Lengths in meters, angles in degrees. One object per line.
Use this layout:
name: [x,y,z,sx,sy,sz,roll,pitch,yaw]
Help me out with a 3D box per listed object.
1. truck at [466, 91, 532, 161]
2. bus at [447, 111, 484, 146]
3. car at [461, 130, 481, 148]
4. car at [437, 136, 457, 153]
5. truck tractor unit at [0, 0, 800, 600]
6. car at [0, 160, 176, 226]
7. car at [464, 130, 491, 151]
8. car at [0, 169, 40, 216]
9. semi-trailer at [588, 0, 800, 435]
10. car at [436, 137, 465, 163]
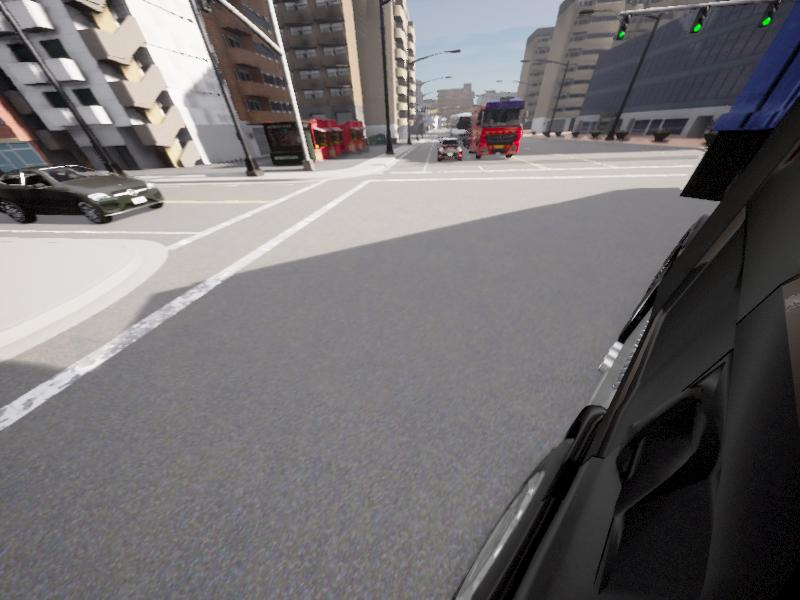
truck: [7.716,-14.480,19.582,2.891,3.827,8.468,3,36,7]
bus: [10.912,-29.657,39.936,3.944,4.253,10.273,0,37,3]
car: [9.574,-22.036,31.519,1.905,1.878,3.866,2,36,7]
car: [5.330,-17.974,26.627,1.994,1.385,4.181,3,36,8]
truck tractor unit: [2.645,-0.295,0.351,6.516,4.208,3.053,-28,44,-30]
car: [-11.657,-3.877,8.289,5.027,1.651,2.152,3,37,8]
car: [8.829,-18.445,26.686,2.097,1.767,4.553,3,36,7]
car: [-18.517,-4.173,9.261,4.792,1.488,2.163,3,37,8]
semi-trailer: [9.467,-2.929,3.268,14.254,4.402,2.717,-18,38,-19]
car: [3.964,-12.120,18.582,1.970,1.475,3.806,3,36,7]
